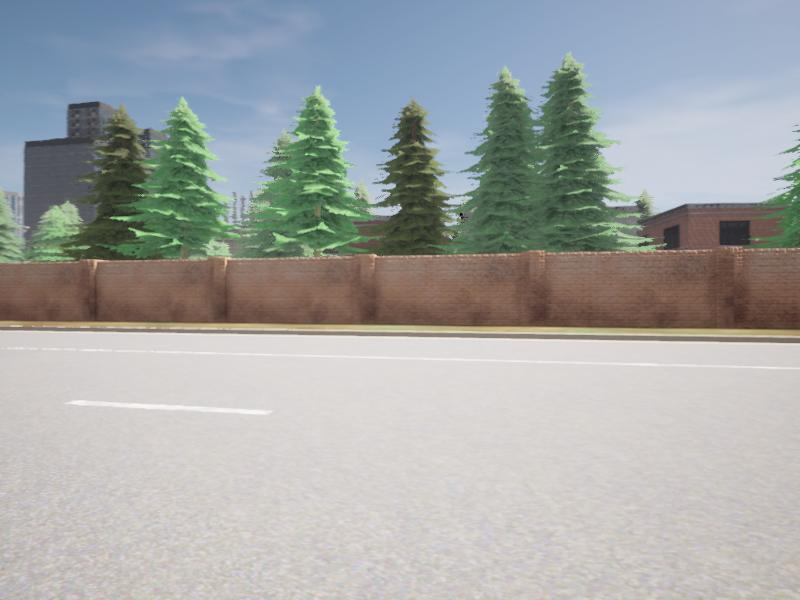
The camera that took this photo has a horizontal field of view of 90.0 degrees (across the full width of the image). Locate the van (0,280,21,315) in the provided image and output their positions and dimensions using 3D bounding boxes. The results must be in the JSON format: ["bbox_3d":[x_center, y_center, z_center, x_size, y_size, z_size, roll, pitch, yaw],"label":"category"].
[{"bbox_3d":[-29.615,-0.193,26.492,2.351,2.431,6.366,0,0,10],"label":"van"}]
